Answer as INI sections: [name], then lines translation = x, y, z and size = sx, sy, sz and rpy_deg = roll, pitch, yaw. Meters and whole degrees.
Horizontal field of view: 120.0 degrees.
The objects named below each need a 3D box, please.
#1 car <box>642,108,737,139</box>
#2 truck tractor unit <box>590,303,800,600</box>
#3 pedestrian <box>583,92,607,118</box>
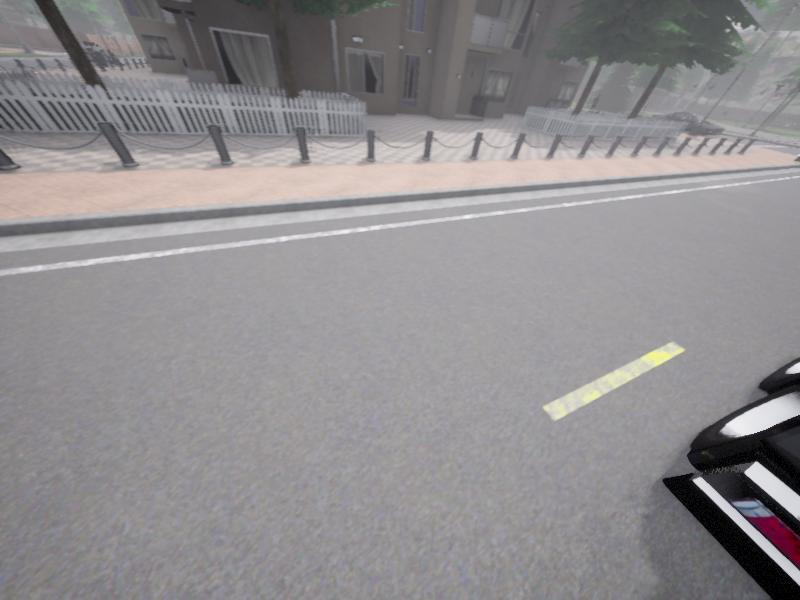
[car]
translation = 25.943, -16.099, 21.002
size = 2.033, 1.411, 5.357
rpy_deg = -13, 48, -18
[truck tractor unit]
translation = 5.288, -0.069, 0.491
size = 6.516, 4.208, 3.053
rpy_deg = -14, 48, -19
[pedestrian]
translation = 19.467, -19.450, 23.078
size = 0.751, 1.860, 0.751
rpy_deg = 4, 45, -2
